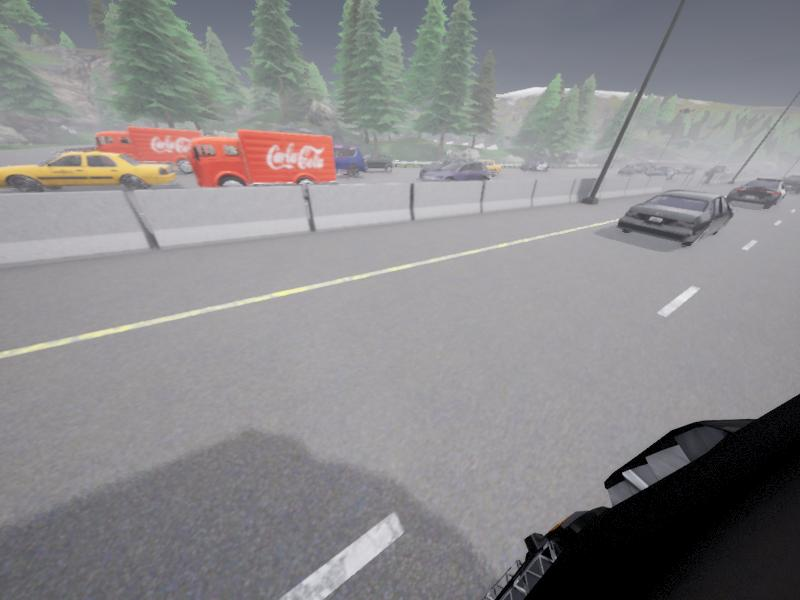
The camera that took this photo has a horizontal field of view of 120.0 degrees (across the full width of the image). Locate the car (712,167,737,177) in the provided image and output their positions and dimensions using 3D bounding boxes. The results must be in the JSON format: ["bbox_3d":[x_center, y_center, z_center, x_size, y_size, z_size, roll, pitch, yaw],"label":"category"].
[{"bbox_3d":[67.929,-26.742,48.351,5.366,1.575,1.801,-16,38,-27],"label":"car"}]

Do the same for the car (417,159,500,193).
[{"bbox_3d":[3.781,-8.091,14.983,4.856,1.649,2.033,-16,38,-26],"label":"car"}]

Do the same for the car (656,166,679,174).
[{"bbox_3d":[57.875,-28.220,49.975,4.718,1.301,1.895,-16,38,-27],"label":"car"}]

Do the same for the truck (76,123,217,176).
[{"bbox_3d":[-15.498,-9.571,14.888,5.204,2.467,2.627,-16,38,-27],"label":"truck"}]

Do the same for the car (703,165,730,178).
[{"bbox_3d":[61.407,-24.977,44.867,3.866,1.878,1.905,-16,38,-27],"label":"car"}]

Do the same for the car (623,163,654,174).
[{"bbox_3d":[43.227,-23.828,41.846,4.611,1.667,2.242,-16,38,-25],"label":"car"}]

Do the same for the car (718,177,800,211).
[{"bbox_3d":[23.557,-7.059,15.120,4.974,1.542,2.038,-16,38,-27],"label":"car"}]

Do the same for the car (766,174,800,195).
[{"bbox_3d":[41.442,-12.266,24.415,4.974,1.542,2.038,-16,38,-26],"label":"car"}]

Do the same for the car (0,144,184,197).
[{"bbox_3d":[-12.977,-5.434,9.667,5.366,1.575,1.801,-16,38,-27],"label":"car"}]

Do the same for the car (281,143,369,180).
[{"bbox_3d":[-5.273,-10.128,16.942,5.566,2.045,2.150,-16,38,-27],"label":"car"}]

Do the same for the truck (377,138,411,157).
[{"bbox_3d":[-1.574,-39.420,59.707,8.468,3.827,2.891,22,38,26],"label":"truck"}]

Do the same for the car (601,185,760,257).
[{"bbox_3d":[9.690,-2.963,7.951,5.357,1.411,2.033,-16,38,-27],"label":"car"}]

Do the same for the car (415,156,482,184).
[{"bbox_3d":[3.823,-10.372,18.384,4.611,1.667,2.242,-16,38,-26],"label":"car"}]

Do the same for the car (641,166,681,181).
[{"bbox_3d":[35.683,-17.346,31.596,4.974,1.542,2.038,-16,38,-26],"label":"car"}]

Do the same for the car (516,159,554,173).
[{"bbox_3d":[19.510,-19.389,33.361,4.974,1.542,2.038,-16,38,-26],"label":"car"}]

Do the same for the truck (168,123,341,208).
[{"bbox_3d":[-5.611,-5.698,9.856,5.204,2.467,2.627,-16,38,-26],"label":"truck"}]

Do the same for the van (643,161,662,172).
[{"bbox_3d":[57.966,-30.785,53.135,2.069,2.038,4.480,26,40,31],"label":"van"}]

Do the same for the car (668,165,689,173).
[{"bbox_3d":[64.270,-30.140,53.258,4.674,1.442,1.812,-16,38,-27],"label":"car"}]

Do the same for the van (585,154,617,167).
[{"bbox_3d":[57.231,-39.858,65.943,1.988,2.561,5.915,-16,38,-27],"label":"van"}]

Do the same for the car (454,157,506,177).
[{"bbox_3d":[8.414,-13.926,24.189,5.366,1.575,1.801,-16,38,-26],"label":"car"}]

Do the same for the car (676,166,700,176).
[{"bbox_3d":[58.208,-26.158,46.695,3.988,1.617,1.851,-16,38,-27],"label":"car"}]

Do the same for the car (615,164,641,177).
[{"bbox_3d":[35.084,-19.957,35.480,3.633,1.501,1.845,-23,42,-33],"label":"car"}]

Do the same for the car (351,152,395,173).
[{"bbox_3d":[-2.530,-12.977,21.901,3.705,1.549,1.789,-16,38,-27],"label":"car"}]
